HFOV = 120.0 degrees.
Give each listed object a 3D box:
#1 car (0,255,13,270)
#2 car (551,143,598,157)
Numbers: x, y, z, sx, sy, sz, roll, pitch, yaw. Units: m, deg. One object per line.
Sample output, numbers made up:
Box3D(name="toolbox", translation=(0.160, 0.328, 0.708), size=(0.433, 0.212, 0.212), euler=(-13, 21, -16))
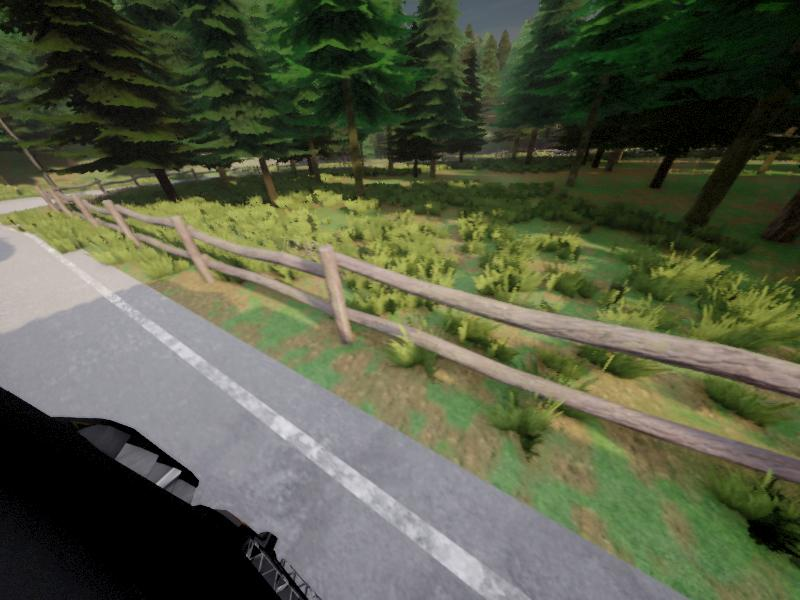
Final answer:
Box3D(name="car", translation=(-12.698, -1.591, 5.796), size=(4.856, 1.649, 2.033), euler=(15, 37, 24))
Box3D(name="car", translation=(24.083, -20.791, 32.076), size=(4.674, 1.442, 1.812), euler=(1, 34, 6))
